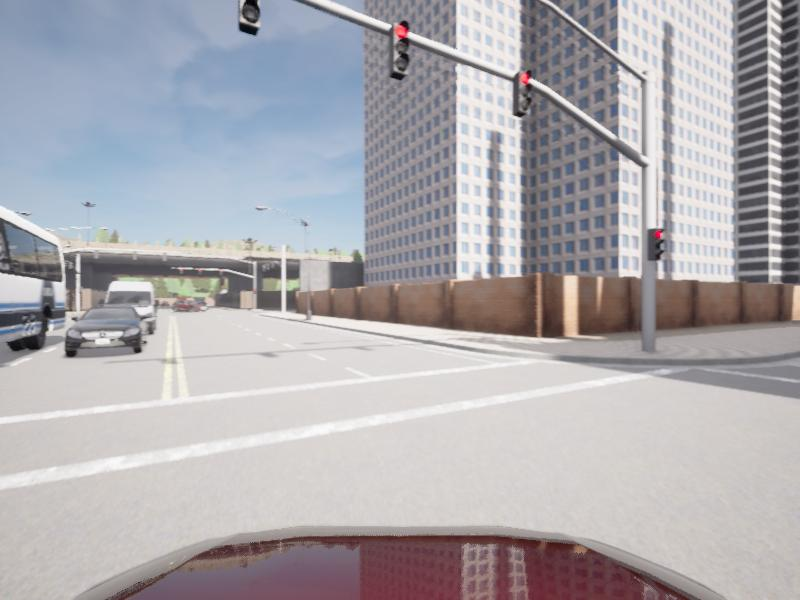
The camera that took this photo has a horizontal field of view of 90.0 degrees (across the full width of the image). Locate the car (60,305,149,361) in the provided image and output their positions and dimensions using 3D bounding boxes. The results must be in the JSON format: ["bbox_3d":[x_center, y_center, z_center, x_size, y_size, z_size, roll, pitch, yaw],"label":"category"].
[{"bbox_3d":[-9.428,0.901,13.155,1.812,1.442,4.674,0,0,-30],"label":"car"}]

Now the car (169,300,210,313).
[{"bbox_3d":[-27.817,0.843,52.881,4.856,1.649,2.033,0,1,20],"label":"car"}]

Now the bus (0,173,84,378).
[{"bbox_3d":[-11.871,-0.498,10.599,3.944,4.253,10.273,0,0,-30],"label":"bus"}]

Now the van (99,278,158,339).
[{"bbox_3d":[-13.272,0.366,19.892,1.988,2.561,5.915,0,0,-30],"label":"van"}]
